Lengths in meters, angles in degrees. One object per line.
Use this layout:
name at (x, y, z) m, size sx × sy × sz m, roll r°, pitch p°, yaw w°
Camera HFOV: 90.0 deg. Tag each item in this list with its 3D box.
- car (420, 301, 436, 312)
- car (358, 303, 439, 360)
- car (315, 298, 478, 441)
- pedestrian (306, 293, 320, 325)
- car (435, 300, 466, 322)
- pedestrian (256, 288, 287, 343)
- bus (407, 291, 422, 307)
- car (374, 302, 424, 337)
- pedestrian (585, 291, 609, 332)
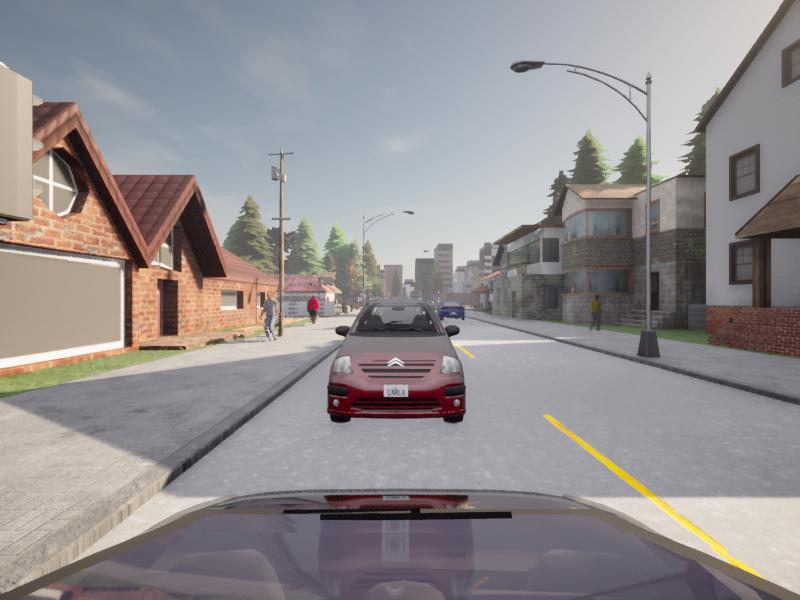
car at (3.988, 0.853, 56.835) m, size 1.970 × 1.475 × 3.806 m, roll 0°, pitch 0°, yaw 0°
car at (-0.034, 0.851, 13.091) m, size 2.163 × 1.488 × 4.792 m, roll 0°, pitch 0°, yaw 0°
car at (-0.037, 0.788, 6.528) m, size 1.851 × 1.617 × 3.988 m, roll 0°, pitch 0°, yaw 0°
pedestrian at (-5.097, 0.533, 23.466) m, size 0.751 × 1.860 × 0.751 m, roll 0°, pitch 0°, yaw -4°
car at (3.975, 0.823, 32.137) m, size 1.882 × 1.535 × 5.008 m, roll 0°, pitch 0°, yaw 0°
pedestrian at (-4.530, 0.533, 14.099) m, size 0.751 × 1.860 × 0.751 m, roll 0°, pitch 0°, yaw 14°
bus at (3.889, -0.319, 109.767) m, size 3.944 × 4.253 × 10.273 m, roll 0°, pitch 0°, yaw 0°
car at (-0.032, 0.851, 19.557) m, size 2.163 × 1.488 × 4.792 m, roll 0°, pitch 0°, yaw 0°
pedestrian at (9.037, 0.533, 18.399) m, size 0.751 × 1.860 × 0.751 m, roll 0°, pitch 0°, yaw 0°
